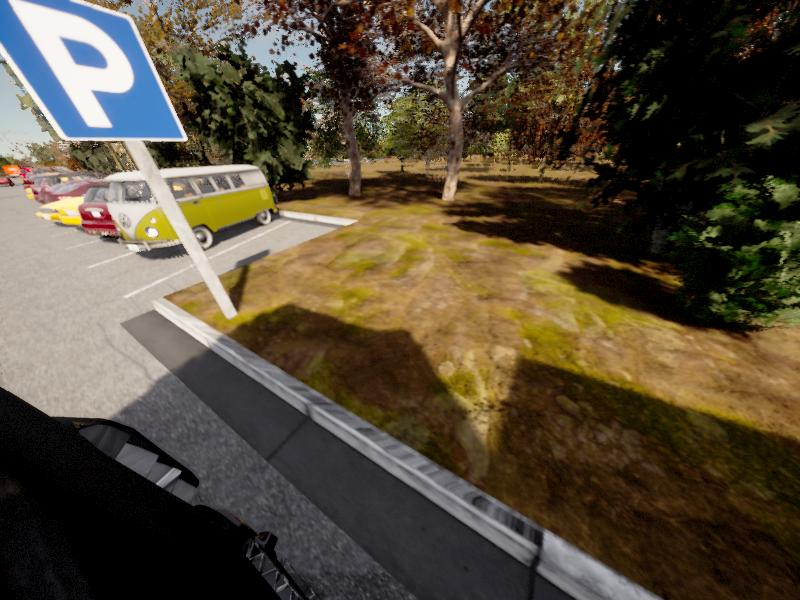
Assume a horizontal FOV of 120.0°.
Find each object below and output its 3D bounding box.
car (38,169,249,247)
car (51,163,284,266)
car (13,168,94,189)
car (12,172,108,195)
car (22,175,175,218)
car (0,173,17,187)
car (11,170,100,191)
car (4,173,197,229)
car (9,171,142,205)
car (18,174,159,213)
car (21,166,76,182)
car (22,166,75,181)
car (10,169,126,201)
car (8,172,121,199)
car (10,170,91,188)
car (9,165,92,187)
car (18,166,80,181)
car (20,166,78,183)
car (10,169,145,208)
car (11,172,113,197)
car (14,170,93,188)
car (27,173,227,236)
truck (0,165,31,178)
[{"bbox_3d":[-8.575,-3.671,8.603,2.185,1.767,4.553,5,33,11],"label":"car"},{"bbox_3d":[-6.068,-2.949,7.131,1.878,1.987,4.442,5,33,11],"label":"car"},{"bbox_3d":[-40.523,-14.346,27.249,2.185,1.767,4.553,7,34,15],"label":"car"},{"bbox_3d":[-33.272,-11.662,22.905,2.163,1.488,4.792,6,34,14],"label":"car"},{"bbox_3d":[-16.077,-5.885,12.841,2.002,1.452,4.674,5,33,12],"label":"car"},{"bbox_3d":[-56.635,-16.969,32.643,3.988,1.617,1.851,21,40,31],"label":"car"},{"bbox_3d":[-38.111,-13.382,25.831,2.097,1.535,5.008,7,34,15],"label":"car"},{"bbox_3d":[-13.616,-5.036,11.281,1.946,1.575,5.366,5,34,11],"label":"car"},{"bbox_3d":[-23.466,-8.434,17.200,1.946,1.575,5.366,6,34,13],"label":"car"},{"bbox_3d":[-18.564,-6.680,14.237,2.002,1.452,4.674,5,34,12],"label":"car"},{"bbox_3d":[-59.654,-21.498,39.385,1.878,1.987,4.442,8,34,15],"label":"car"},{"bbox_3d":[-62.041,-22.391,40.924,1.878,1.987,4.442,8,34,15],"label":"car"},{"bbox_3d":[-25.957,-9.275,18.441,2.185,1.767,4.553,6,34,13],"label":"car"},{"bbox_3d":[-28.416,-9.981,19.927,2.097,1.535,5.008,6,34,14],"label":"car"},{"bbox_3d":[-45.345,-15.921,30.228,1.946,1.575,5.366,8,34,15],"label":"car"},{"bbox_3d":[-47.689,-17.130,31.796,2.435,2.045,5.566,7,34,15],"label":"car"},{"bbox_3d":[-64.389,-23.384,42.568,2.435,2.045,5.566,7,34,15],"label":"car"},{"bbox_3d":[-57.266,-20.604,37.846,1.878,1.987,4.442,8,34,15],"label":"car"},{"bbox_3d":[-21.054,-7.609,15.535,2.185,1.767,4.553,6,34,13],"label":"car"},{"bbox_3d":[-30.851,-10.779,21.379,2.163,1.488,4.792,7,34,13],"label":"car"},{"bbox_3d":[-42.909,-15.130,28.853,2.231,1.521,4.892,7,34,15],"label":"car"},{"bbox_3d":[-11.037,-4.456,10.211,1.946,1.575,5.366,5,33,12],"label":"car"},{"bbox_3d":[-94.960,-31.761,57.153,5.204,2.467,2.627,22,41,33],"label":"truck"}]
